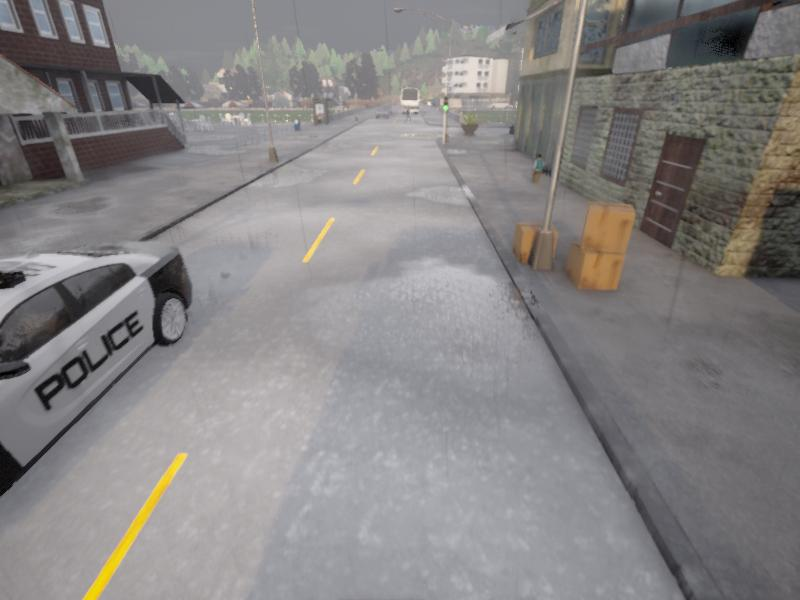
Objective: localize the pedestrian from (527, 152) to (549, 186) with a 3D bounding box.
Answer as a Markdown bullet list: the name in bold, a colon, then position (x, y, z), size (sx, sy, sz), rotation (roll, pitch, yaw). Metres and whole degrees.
- **pedestrian**: position (4.978, -4.749, 14.483), size (0.500, 1.100, 0.500), rotation (1, 27, 2)

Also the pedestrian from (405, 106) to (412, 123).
- **pedestrian**: position (1.021, -22.437, 48.493), size (0.751, 1.860, 0.751), rotation (-1, 27, -2)

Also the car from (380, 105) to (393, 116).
- **car**: position (-2.264, -33.016, 69.695), size (2.007, 1.525, 4.514), rotation (1, 27, 1)

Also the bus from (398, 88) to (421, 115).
- **bus**: position (1.745, -36.736, 73.895), size (3.944, 4.253, 10.273), rotation (1, 27, 1)

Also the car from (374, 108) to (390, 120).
- **car**: position (-2.545, -27.382, 58.736), size (2.033, 1.411, 5.357), rotation (1, 27, 1)

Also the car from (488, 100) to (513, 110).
- **car**: position (24.595, -47.962, 98.319), size (5.566, 2.045, 2.150), rotation (1, 27, 1)

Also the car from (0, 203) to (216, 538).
- **car**: position (-4.021, 0.536, 3.823), size (1.930, 1.638, 5.238), rotation (1, 27, 1)
